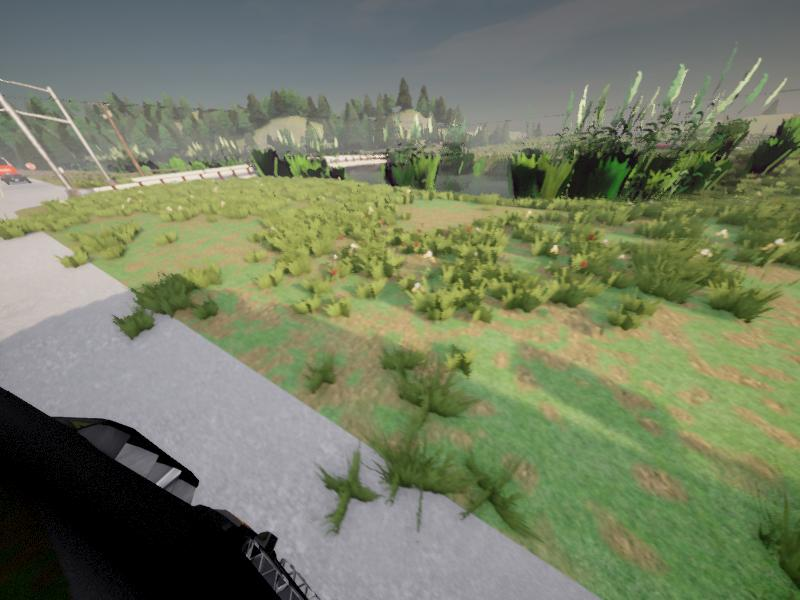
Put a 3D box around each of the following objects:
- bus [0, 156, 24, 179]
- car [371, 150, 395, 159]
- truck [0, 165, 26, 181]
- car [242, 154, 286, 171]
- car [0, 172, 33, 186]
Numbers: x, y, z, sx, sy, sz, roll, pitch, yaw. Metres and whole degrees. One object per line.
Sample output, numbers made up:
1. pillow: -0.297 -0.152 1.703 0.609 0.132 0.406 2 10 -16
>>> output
1. bus: -95.348 -31.542 55.109 10.273 4.253 3.944 18 39 28
2. car: -3.041 -26.791 42.512 1.994 1.385 4.181 22 39 32
3. truck: -76.606 -24.805 45.095 5.204 2.467 2.627 18 39 28
4. car: -18.231 -18.643 31.212 1.812 1.442 4.674 21 42 31
5. car: -59.135 -18.668 35.494 5.027 1.651 2.152 18 39 28
